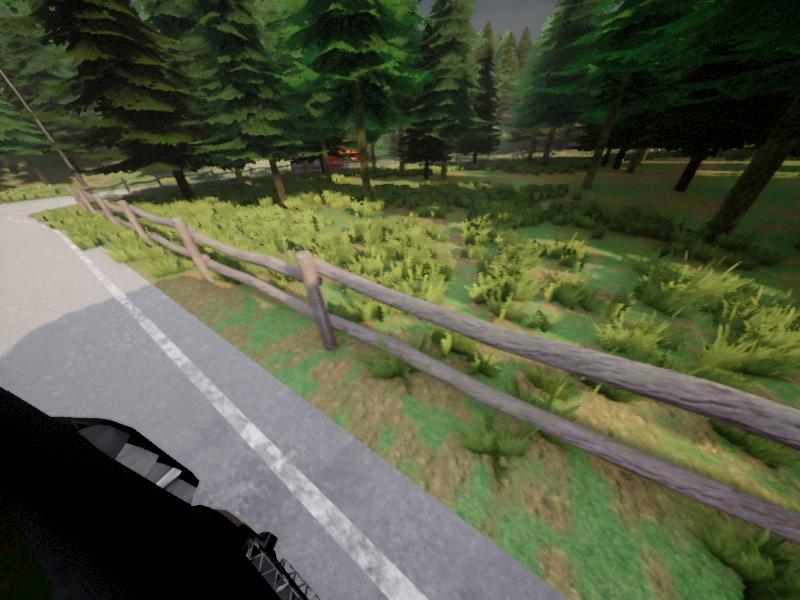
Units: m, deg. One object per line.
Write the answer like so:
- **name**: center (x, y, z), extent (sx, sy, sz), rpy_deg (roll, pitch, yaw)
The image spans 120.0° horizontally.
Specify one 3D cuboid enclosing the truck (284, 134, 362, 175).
- **truck**: center (-9.621, -18.580, 29.435), extent (8.468, 3.827, 2.891), rpy_deg (-16, 36, -19)
